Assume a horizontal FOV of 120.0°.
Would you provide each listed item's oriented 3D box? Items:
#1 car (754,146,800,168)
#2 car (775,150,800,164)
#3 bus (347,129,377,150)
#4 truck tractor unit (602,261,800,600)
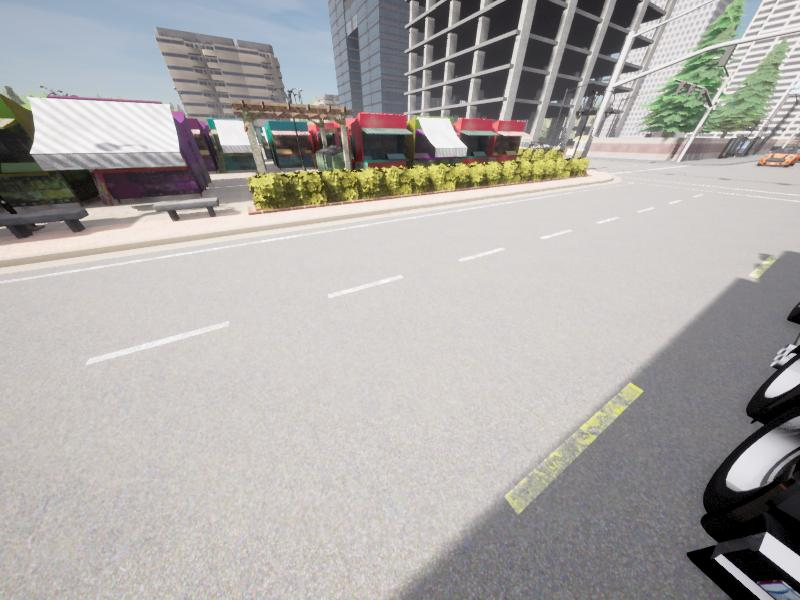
[{"bbox_3d":[41.583,-15.614,25.134,4.553,1.767,2.097,-18,39,-24],"label":"car"},{"bbox_3d":[50.314,-18.194,29.338,4.718,1.301,1.895,-18,39,-24],"label":"car"},{"bbox_3d":[-10.371,-42.985,61.755,3.944,4.253,10.273,-18,39,-24],"label":"bus"},{"bbox_3d":[5.104,-0.308,0.788,6.516,4.208,3.053,-19,39,-24],"label":"truck tractor unit"}]
